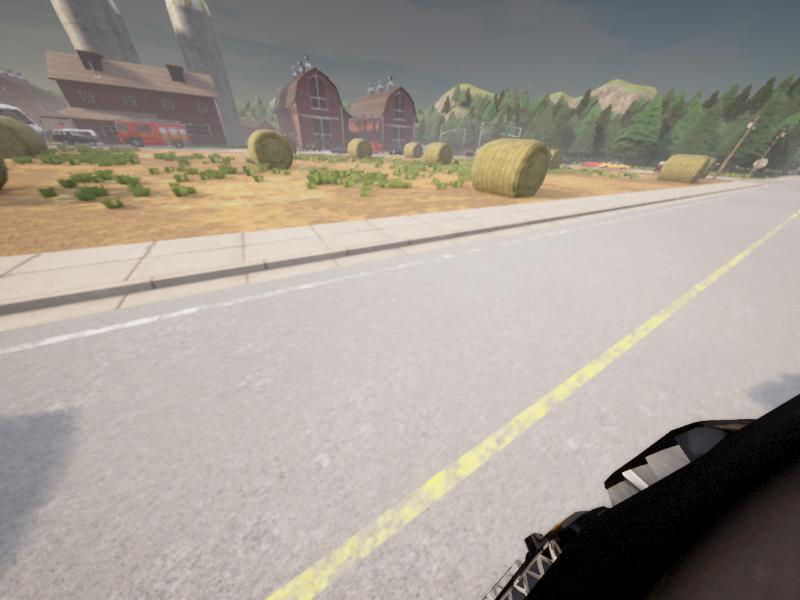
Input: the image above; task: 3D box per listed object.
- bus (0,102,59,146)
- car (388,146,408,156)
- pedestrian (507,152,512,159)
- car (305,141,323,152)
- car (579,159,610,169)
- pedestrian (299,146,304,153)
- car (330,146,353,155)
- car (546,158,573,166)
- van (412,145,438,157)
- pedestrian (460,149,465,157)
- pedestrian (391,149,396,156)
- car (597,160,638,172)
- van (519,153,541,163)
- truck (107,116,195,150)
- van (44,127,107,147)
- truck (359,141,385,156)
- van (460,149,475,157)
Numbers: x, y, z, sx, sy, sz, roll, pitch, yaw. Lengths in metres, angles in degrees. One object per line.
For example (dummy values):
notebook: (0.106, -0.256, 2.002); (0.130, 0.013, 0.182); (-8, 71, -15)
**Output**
bus: (-49.959, -20.547, 26.772); (3.944, 4.253, 10.273); (19, 37, 22)
car: (-0.454, -36.443, 56.570); (4.605, 1.855, 1.932); (-19, 39, -29)
pedestrian: (34.093, -45.051, 71.875); (0.751, 1.860, 0.751); (26, 40, 30)
car: (-19.669, -35.222, 52.915); (1.905, 1.878, 3.866); (14, 37, 7)
car: (42.528, -29.818, 50.558); (2.007, 1.525, 4.514); (-18, 39, -28)
pedestrian: (-17.656, -26.919, 41.369); (0.500, 1.100, 0.500); (-16, 38, -26)
car: (-12.556, -32.148, 49.619); (4.181, 1.385, 1.994); (-19, 40, -29)
car: (36.430, -31.645, 52.927); (1.895, 1.301, 4.718); (-18, 39, -28)
van: (6.531, -39.040, 60.482); (6.366, 2.431, 2.351); (-19, 39, -29)
pedestrian: (17.067, -40.223, 63.310); (0.751, 1.860, 0.751); (23, 39, 27)
pedestrian: (-1.437, -32.694, 51.101); (0.751, 1.300, 0.751); (14, 35, 16)
car: (42.470, -26.321, 45.258); (1.801, 1.575, 5.366); (-18, 39, -28)
van: (34.224, -37.510, 60.886); (1.775, 1.987, 4.442); (-18, 39, -28)
truck: (-39.047, -26.538, 36.958); (8.468, 3.827, 2.891); (-19, 39, -29)
van: (-46.335, -23.347, 33.217); (4.480, 2.038, 2.069); (-18, 39, -29)
truck: (-6.430, -34.660, 52.899); (5.204, 2.467, 2.627); (-19, 40, -29)
van: (21.325, -46.202, 72.771); (4.442, 1.987, 1.775); (-19, 39, -29)
